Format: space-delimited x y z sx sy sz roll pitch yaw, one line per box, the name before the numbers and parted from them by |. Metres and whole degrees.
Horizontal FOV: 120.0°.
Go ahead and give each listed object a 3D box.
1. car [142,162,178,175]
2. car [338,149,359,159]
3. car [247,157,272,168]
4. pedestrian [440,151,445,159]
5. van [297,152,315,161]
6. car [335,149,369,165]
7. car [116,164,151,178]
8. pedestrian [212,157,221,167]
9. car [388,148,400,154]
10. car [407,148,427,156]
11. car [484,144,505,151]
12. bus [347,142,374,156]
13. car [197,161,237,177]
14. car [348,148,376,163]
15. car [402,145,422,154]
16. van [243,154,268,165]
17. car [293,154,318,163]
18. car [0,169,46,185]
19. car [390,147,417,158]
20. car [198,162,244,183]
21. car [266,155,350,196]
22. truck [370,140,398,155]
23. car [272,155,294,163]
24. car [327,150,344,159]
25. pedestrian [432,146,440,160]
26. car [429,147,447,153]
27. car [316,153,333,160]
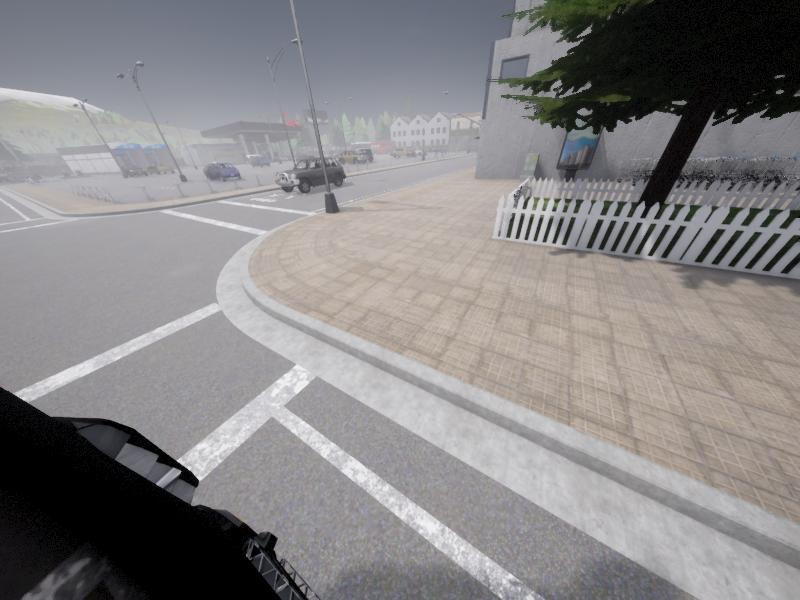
car | -37.614 -20.588 36.182 5.027 1.636 2.152 17 38 27
car | -12.447 -35.371 56.066 4.605 1.855 1.932 17 38 27
car | -24.870 -24.395 40.907 3.633 1.501 1.845 17 38 27
pedestrian | 6.790 -23.005 36.705 0.500 1.100 0.500 -26 40 -31
van | -28.036 -42.957 68.972 1.775 1.987 4.442 17 39 28
car | -7.219 -21.512 34.801 4.605 1.855 1.932 17 38 27
car | -39.217 -19.031 33.980 4.514 1.523 2.007 17 38 27
pedestrian | -38.496 -28.924 48.455 0.751 1.860 0.751 18 39 28
car | -1.950 -48.859 75.870 3.705 1.549 1.789 17 39 27
car | 3.779 -32.417 50.608 3.806 1.475 1.970 17 38 27
car | 25.393 -41.072 62.273 4.718 1.301 1.895 -4 34 -1
bus | -15.218 -59.263 90.468 3.944 4.253 10.273 17 39 28
car | -21.826 -15.606 27.560 3.806 1.475 1.970 17 38 27
car | -6.044 -23.059 37.001 3.866 1.878 1.905 17 38 27
car | 3.687 -45.030 69.246 5.566 2.045 2.150 17 39 27
van | -36.317 -35.359 58.134 2.069 2.038 4.480 17 39 28
car | -19.587 -29.293 47.832 4.514 1.523 2.007 17 38 27
car | -57.967 -18.294 34.480 1.930 1.638 5.238 1 34 6
car | 0.680 -29.257 45.949 5.027 1.636 2.152 17 38 27
car | -17.085 -12.222 22.081 3.633 1.501 1.845 17 38 27
car | -5.707 -8.270 15.108 1.932 1.855 4.605 17 38 27
truck | -5.174 -48.497 73.528 8.468 3.827 2.891 17 39 27
car | -32.205 -38.948 63.619 2.038 1.542 4.974 17 39 28
car | -17.409 -39.048 61.946 3.866 1.878 1.905 17 38 27
pedestrian | 5.720 -23.414 36.715 0.751 1.860 0.751 -19 37 -22
car | 10.750 -42.549 65.628 4.718 1.301 1.895 17 39 27
car | -19.662 -37.343 60.069 3.806 1.475 1.970 17 38 27
